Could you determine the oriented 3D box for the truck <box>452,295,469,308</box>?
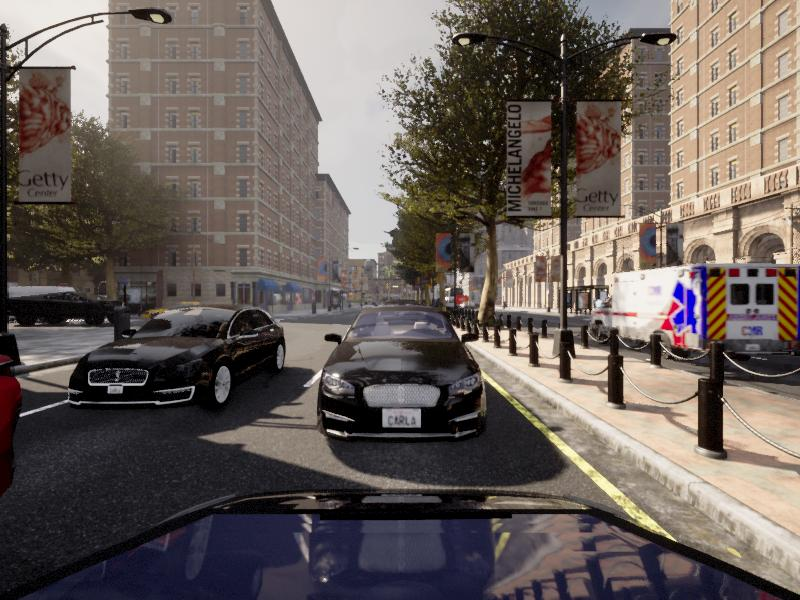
[{"bbox_3d":[11.763,0.355,78.047,2.627,2.467,5.204,0,0,0],"label":"truck"}]

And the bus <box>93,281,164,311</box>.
[{"bbox_3d":[-41.465,-0.538,61.711,3.944,4.253,10.273,0,0,0],"label":"bus"}]

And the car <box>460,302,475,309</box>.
[{"bbox_3d":[11.736,0.942,70.013,1.895,1.301,4.718,0,0,0],"label":"car"}]

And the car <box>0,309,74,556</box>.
[{"bbox_3d":[-3.495,0.828,0.791,2.007,1.525,4.514,0,0,0],"label":"car"}]

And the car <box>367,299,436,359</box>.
[{"bbox_3d":[0.043,0.788,12.806,1.851,1.617,3.988,0,0,0],"label":"car"}]

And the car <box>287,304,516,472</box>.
[{"bbox_3d":[0.023,0.836,6.166,2.128,1.511,4.902,0,0,0],"label":"car"}]

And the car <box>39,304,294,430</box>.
[{"bbox_3d":[-3.503,0.845,7.333,1.837,1.490,4.892,0,0,0],"label":"car"}]

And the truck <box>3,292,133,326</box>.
[{"bbox_3d":[-20.892,0.542,25.433,6.274,2.098,2.390,0,0,-1],"label":"truck"}]

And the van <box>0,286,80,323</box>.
[{"bbox_3d":[-26.917,0.322,28.918,5.915,2.561,1.988,0,0,-1],"label":"van"}]

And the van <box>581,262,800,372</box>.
[{"bbox_3d":[8.044,0.378,12.007,2.351,2.431,6.366,0,0,0],"label":"van"}]

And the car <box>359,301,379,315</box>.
[{"bbox_3d":[-3.351,0.827,44.086,1.845,1.501,3.633,0,0,0],"label":"car"}]

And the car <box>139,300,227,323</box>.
[{"bbox_3d":[-15.735,0.802,29.192,5.366,1.575,1.801,0,0,-7],"label":"car"}]

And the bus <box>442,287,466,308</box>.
[{"bbox_3d":[11.676,-0.538,88.180,3.944,4.253,10.273,0,0,0],"label":"bus"}]
